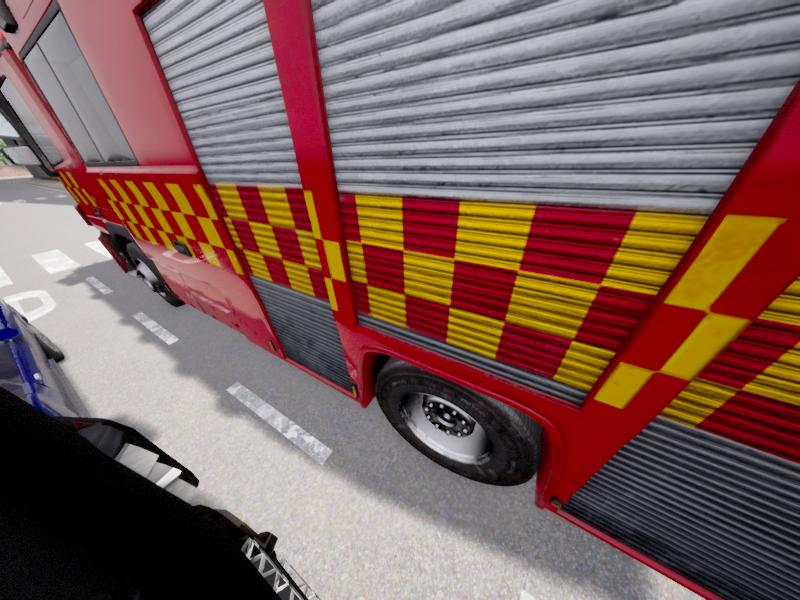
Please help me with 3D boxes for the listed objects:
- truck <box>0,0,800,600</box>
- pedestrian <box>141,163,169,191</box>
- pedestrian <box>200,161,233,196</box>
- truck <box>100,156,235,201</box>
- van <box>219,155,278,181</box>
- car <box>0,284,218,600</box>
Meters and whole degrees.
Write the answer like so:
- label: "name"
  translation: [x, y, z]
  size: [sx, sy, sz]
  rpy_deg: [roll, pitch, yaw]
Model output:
- label: "truck"
  translation: [-1.188, -1.508, 2.851]
  size: [8.468, 3.827, 2.891]
  rpy_deg: [16, 38, 26]
- label: "pedestrian"
  translation: [-19.525, -9.832, 18.436]
  size: [0.751, 1.860, 0.751]
  rpy_deg: [26, 43, 36]
- label: "pedestrian"
  translation: [-11.314, -7.500, 14.288]
  size: [0.751, 1.860, 0.751]
  rpy_deg: [17, 38, 27]
- label: "truck"
  translation: [-16.221, -9.043, 16.840]
  size: [2.390, 2.098, 6.274]
  rpy_deg: [11, 37, 22]
- label: "van"
  translation: [-15.599, -13.862, 24.128]
  size: [1.775, 1.987, 4.442]
  rpy_deg: [16, 38, 26]
- label: "car"
  translation: [-3.697, 1.052, 1.476]
  size: [4.718, 1.301, 1.895]
  rpy_deg: [16, 38, 26]
